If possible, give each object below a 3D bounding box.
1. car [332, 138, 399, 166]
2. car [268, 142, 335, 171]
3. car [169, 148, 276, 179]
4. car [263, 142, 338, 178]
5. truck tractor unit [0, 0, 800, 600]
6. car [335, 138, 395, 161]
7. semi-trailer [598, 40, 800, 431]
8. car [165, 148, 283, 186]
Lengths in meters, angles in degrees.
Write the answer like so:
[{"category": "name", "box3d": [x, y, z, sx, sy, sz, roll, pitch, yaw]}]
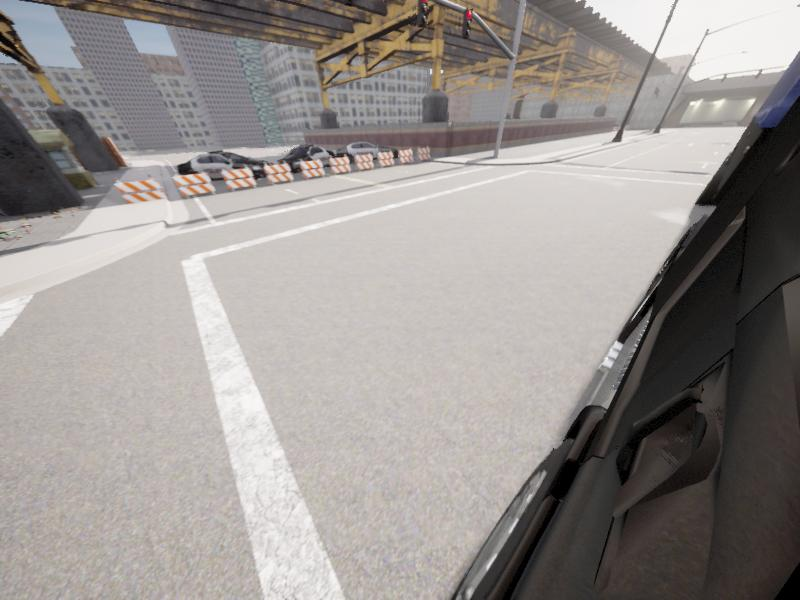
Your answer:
[{"category": "car", "box3d": [-2.765, -12.106, 18.802, 4.974, 1.542, 2.038, -9, 37, -8]}, {"category": "car", "box3d": [-6.352, -9.733, 15.569, 1.853, 1.218, 4.536, 6, 38, 12]}, {"category": "car", "box3d": [-9.931, -7.821, 13.221, 4.536, 1.218, 1.853, 0, 37, 4]}, {"category": "car", "box3d": [-6.358, -9.576, 15.622, 2.038, 1.542, 4.974, 6, 38, 12]}, {"category": "truck tractor unit", "box3d": [2.645, -0.295, 0.352, 6.516, 4.208, 3.053, -28, 44, -30]}, {"category": "car", "box3d": [-2.821, -12.224, 18.701, 4.536, 1.218, 1.853, -9, 37, -8]}, {"category": "semi-trailer", "box3d": [8.692, -3.594, 4.255, 14.254, 4.402, 2.717, -28, 43, -30]}, {"category": "car", "box3d": [-9.873, -7.695, 13.311, 4.974, 1.542, 2.038, 0, 37, 4]}]
